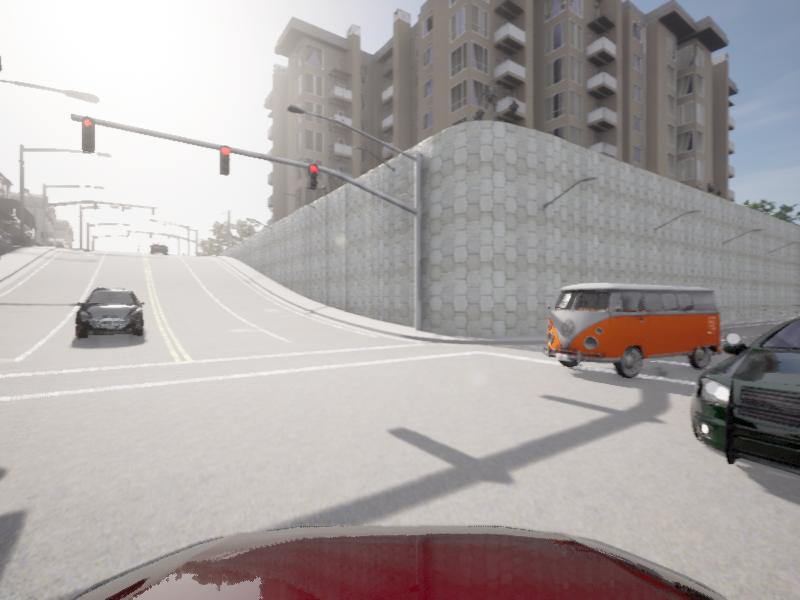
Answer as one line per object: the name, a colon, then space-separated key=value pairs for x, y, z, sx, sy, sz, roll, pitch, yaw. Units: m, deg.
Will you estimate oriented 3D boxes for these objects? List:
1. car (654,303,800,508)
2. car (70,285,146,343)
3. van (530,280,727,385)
car: x=5.139 y=0.829 z=4.473 sx=4.974 sy=1.542 sz=2.038 roll=0 pitch=0 yaw=-34
car: x=-11.074 y=0.374 z=15.416 sx=2.033 sy=1.649 sz=4.856 roll=0 pitch=5 yaw=-34
van: x=5.373 y=0.609 z=9.333 sx=4.442 sy=1.987 sz=1.775 roll=0 pitch=0 yaw=-26
